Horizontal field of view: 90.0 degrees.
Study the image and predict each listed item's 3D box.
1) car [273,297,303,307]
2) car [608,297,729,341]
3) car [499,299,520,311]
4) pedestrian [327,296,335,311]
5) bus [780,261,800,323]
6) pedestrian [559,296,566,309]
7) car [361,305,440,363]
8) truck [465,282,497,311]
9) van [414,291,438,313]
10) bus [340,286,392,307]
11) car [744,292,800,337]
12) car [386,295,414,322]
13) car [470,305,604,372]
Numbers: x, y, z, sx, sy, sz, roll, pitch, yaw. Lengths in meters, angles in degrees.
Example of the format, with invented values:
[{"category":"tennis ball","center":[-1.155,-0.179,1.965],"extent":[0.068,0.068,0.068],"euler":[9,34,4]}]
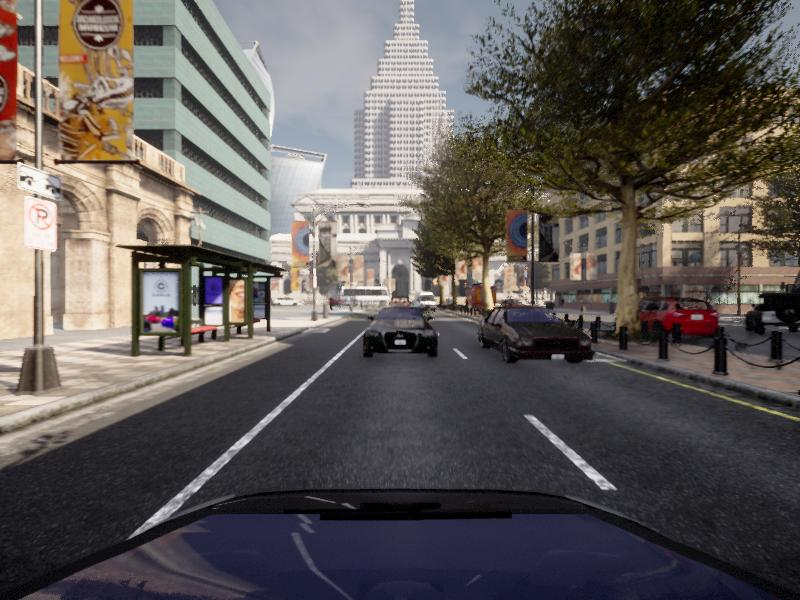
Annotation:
[{"category":"car","center":[-23.146,0.427,82.490],"extent":[5.566,2.045,2.150],"euler":[0,0,0]},{"category":"car","center":[11.490,0.724,17.638],"extent":[2.242,1.667,4.611],"euler":[0,0,0]},{"category":"car","center":[15.006,0.691,55.083],"extent":[1.851,1.617,3.988],"euler":[0,0,0]},{"category":"pedestrian","center":[-8.265,0.400,48.010],"extent":[0.751,1.860,0.751],"euler":[0,0,5]},{"category":"bus","center":[32.634,-0.586,27.031],"extent":[10.273,4.253,3.944],"euler":[0,0,-1]},{"category":"pedestrian","center":[24.715,0.378,60.921],"extent":[0.751,1.860,0.751],"euler":[0,0,2]},{"category":"car","center":[0.010,0.884,12.123],"extent":[1.994,1.385,4.181],"euler":[0,0,0]},{"category":"truck","center":[11.509,-0.425,57.800],"extent":[2.891,3.827,8.468],"euler":[0,0,0]},{"category":"van","center":[3.139,0.234,49.857],"extent":[1.988,2.561,5.915],"euler":[0,0,-6]},{"category":"bus","center":[-6.888,-0.684,82.543],"extent":[10.273,4.253,3.944],"euler":[0,0,0]},{"category":"car","center":[17.579,0.612,18.643],"extent":[1.905,1.878,3.866],"euler":[-1,0,34]},{"category":"car","center":[0.006,0.592,29.644],"extent":[1.905,1.878,3.866],"euler":[0,0,0]},{"category":"car","center":[3.507,0.873,11.532],"extent":[2.033,1.411,5.357],"euler":[0,0,0]}]
